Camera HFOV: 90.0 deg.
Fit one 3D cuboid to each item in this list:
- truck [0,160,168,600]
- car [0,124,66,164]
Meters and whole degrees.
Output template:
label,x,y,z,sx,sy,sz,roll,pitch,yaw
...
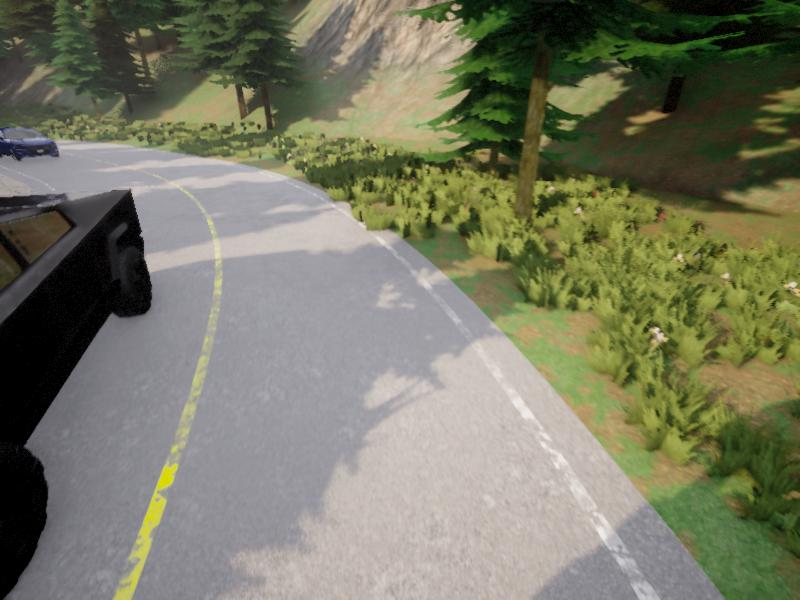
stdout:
label,x,y,z,sx,sy,sz,roll,pitch,yaw
truck,-4.427,0.229,3.905,2.390,2.098,6.274,-9,28,-16
car,-20.315,-8.475,21.518,5.008,1.535,1.882,18,32,31
